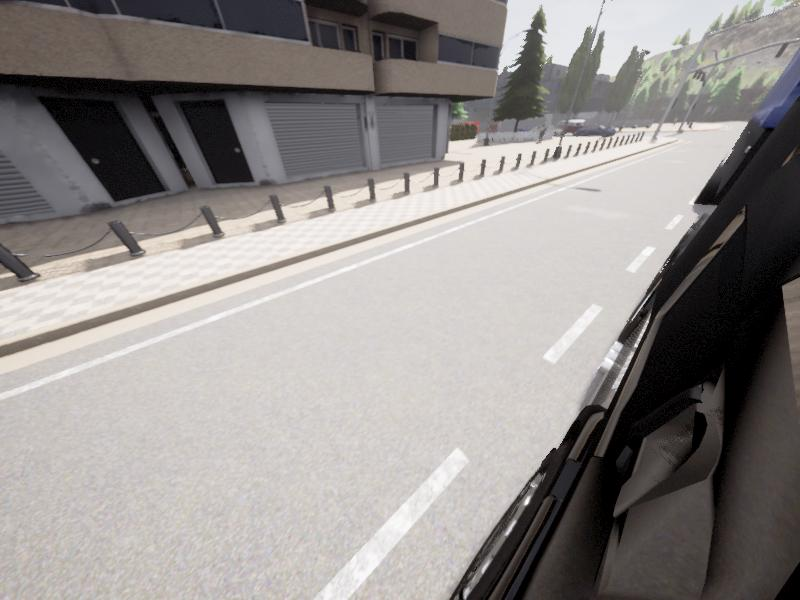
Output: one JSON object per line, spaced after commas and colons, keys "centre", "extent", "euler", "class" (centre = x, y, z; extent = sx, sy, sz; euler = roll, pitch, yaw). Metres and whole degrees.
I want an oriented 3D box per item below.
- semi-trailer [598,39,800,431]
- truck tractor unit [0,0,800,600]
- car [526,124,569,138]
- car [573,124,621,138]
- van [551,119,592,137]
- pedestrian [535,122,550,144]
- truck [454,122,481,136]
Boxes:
{"centre": [8.675, -3.616, 4.257], "extent": [14.254, 4.402, 2.717], "euler": [-28, 44, -30], "class": "semi-trailer"}
{"centre": [2.645, -0.295, 0.351], "extent": [6.516, 4.208, 3.053], "euler": [-28, 44, -30], "class": "truck tractor unit"}
{"centre": [23.353, -26.896, 36.782], "extent": [2.152, 1.651, 5.027], "euler": [-27, 43, -29], "class": "car"}
{"centre": [27.536, -23.738, 32.451], "extent": [1.812, 1.442, 4.674], "euler": [-26, 42, -28], "class": "car"}
{"centre": [27.362, -27.516, 37.011], "extent": [2.069, 2.038, 4.480], "euler": [-27, 43, -29], "class": "van"}
{"centre": [15.386, -18.051, 24.964], "extent": [0.751, 1.860, 0.751], "euler": [28, 46, 34], "class": "pedestrian"}
{"centre": [15.527, -39.638, 53.612], "extent": [2.627, 2.467, 5.204], "euler": [-27, 44, -29], "class": "truck"}
